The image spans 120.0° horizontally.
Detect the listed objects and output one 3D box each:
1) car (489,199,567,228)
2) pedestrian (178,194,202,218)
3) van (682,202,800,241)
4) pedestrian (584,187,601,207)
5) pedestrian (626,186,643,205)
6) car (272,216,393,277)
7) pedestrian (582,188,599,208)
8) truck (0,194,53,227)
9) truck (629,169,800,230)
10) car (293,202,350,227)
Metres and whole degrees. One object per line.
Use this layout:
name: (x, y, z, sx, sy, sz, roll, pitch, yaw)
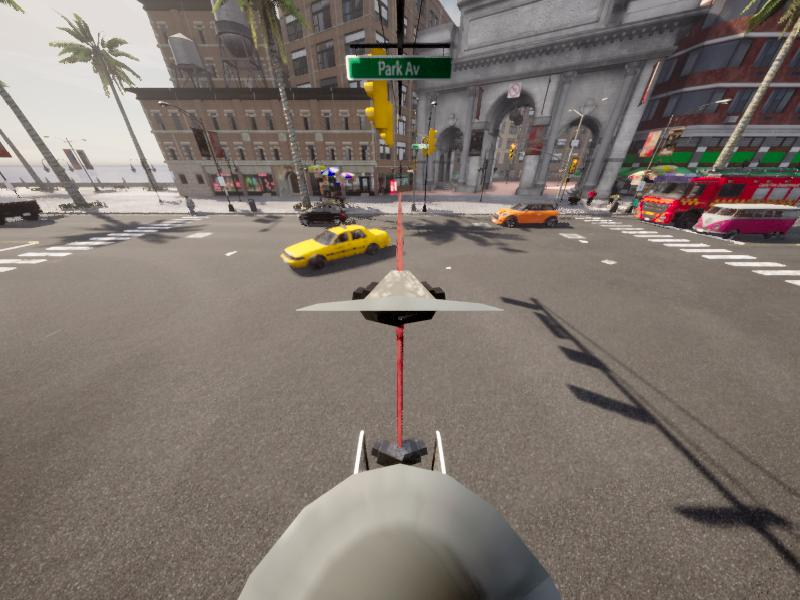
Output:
car: (9.737, -6.777, 17.947, 4.553, 1.767, 2.097, 0, 30, 1)
pedestrian: (-18.772, -8.430, 20.697, 0.751, 1.860, 0.751, -1, 30, -2)
van: (21.803, -5.037, 14.742, 4.442, 1.987, 1.775, 0, 30, 1)
pedestrian: (21.087, -11.295, 25.356, 0.751, 1.860, 0.751, -26, 39, -37)
pedestrian: (27.273, -12.184, 26.898, 0.751, 1.860, 0.751, 24, 38, 35)
car: (-2.976, -2.871, 11.398, 5.366, 1.575, 1.801, -24, 38, -35)
pedestrian: (20.512, -11.001, 24.846, 0.751, 1.860, 0.751, 26, 39, 38)
truck: (-32.946, -7.067, 18.146, 6.274, 2.098, 2.390, -2, 29, -3)
truck: (23.585, -7.579, 17.307, 8.468, 3.827, 2.891, 0, 30, 1)
car: (-6.008, -6.762, 18.163, 3.705, 1.549, 1.789, 0, 30, 1)
